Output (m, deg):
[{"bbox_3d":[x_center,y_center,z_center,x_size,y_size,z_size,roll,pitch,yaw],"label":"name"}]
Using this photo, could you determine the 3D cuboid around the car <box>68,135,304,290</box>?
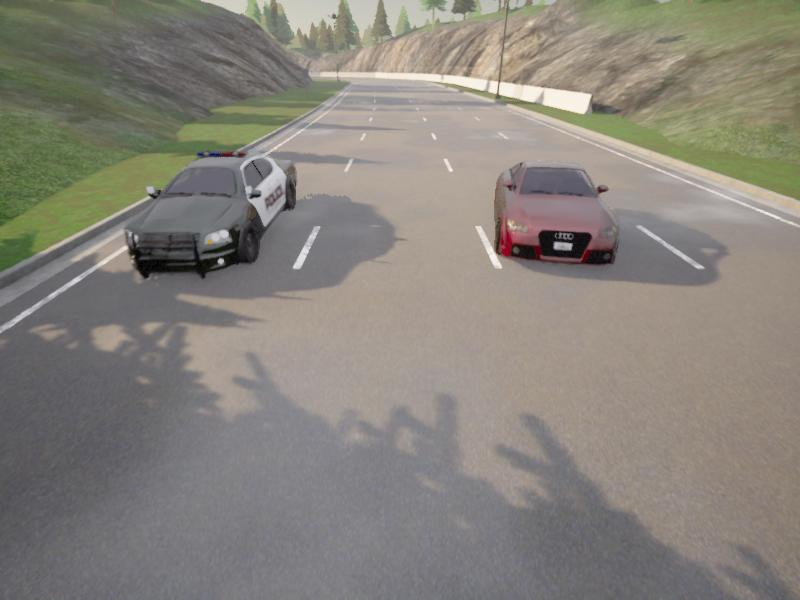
[{"bbox_3d":[-3.544,-2.085,8.030,2.038,1.542,4.974,0,31,0],"label":"car"}]

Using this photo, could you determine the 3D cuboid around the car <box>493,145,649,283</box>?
[{"bbox_3d":[2.998,-2.011,8.069,1.994,1.385,4.181,5,31,9],"label":"car"}]
